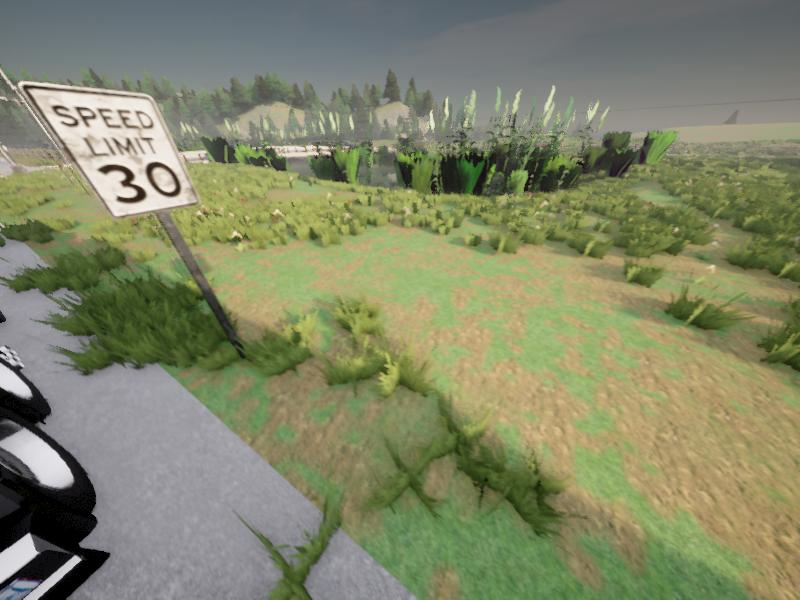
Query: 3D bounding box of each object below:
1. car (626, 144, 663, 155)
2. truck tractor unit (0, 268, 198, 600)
[{"bbox_3d":[40.371,-25.012,38.267,3.806,1.475,1.970,22,41,29],"label":"car"},{"bbox_3d":[-5.119,-0.292,0.767,6.516,4.208,3.053,18,39,24],"label":"truck tractor unit"}]
